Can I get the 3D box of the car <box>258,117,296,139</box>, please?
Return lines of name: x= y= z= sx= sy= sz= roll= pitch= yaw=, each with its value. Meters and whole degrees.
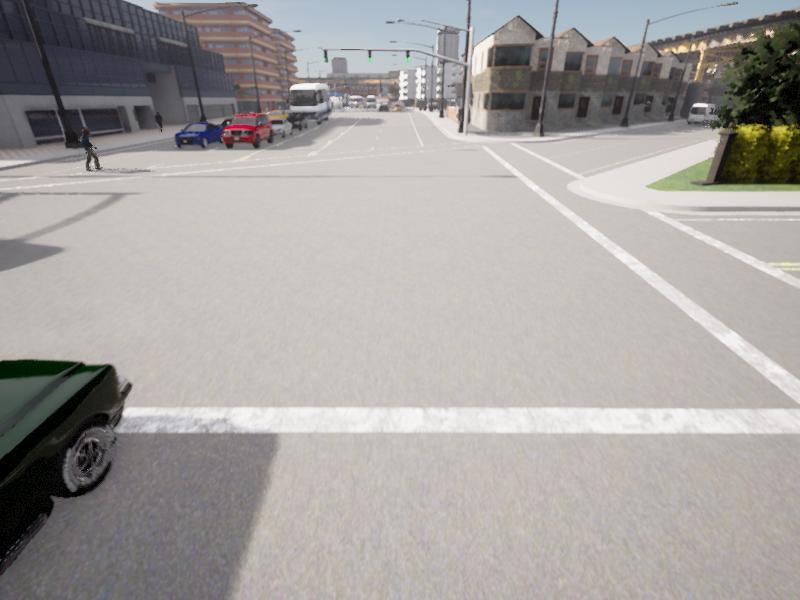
car: x=-10.649 y=-15.077 z=34.954 sx=1.812 sy=1.442 sz=4.674 roll=0 pitch=27 yaw=0

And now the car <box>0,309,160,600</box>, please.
car: x=-3.516 y=1.727 z=1.889 sx=1.895 sy=1.301 sz=4.718 roll=0 pitch=27 yaw=0

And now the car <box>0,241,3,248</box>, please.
car: x=-11.322 y=-1.711 z=8.506 sx=4.193 sy=1.474 sz=1.816 roll=7 pitch=28 yaw=14

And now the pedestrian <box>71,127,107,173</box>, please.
pedestrian: x=-14.056 y=-6.795 z=18.134 sx=0.751 sy=1.860 sz=0.751 roll=-16 pitch=31 yaw=-28

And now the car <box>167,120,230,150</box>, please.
car: x=-14.130 y=-11.784 z=28.396 sx=1.882 sy=1.535 sz=5.008 roll=0 pitch=27 yaw=0

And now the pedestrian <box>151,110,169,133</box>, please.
pedestrian: x=-21.486 y=-15.950 z=35.819 sx=0.751 sy=1.860 sz=0.751 roll=1 pitch=27 yaw=1

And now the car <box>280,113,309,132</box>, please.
car: x=-10.672 y=-18.130 z=40.769 sx=1.816 sy=1.474 sz=4.193 roll=0 pitch=28 yaw=0

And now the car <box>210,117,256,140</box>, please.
car: x=-14.148 y=-14.704 z=34.187 sx=1.837 sy=1.490 sz=4.892 roll=0 pitch=27 yaw=0

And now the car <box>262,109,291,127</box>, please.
car: x=-14.196 y=-21.090 z=46.290 sx=1.882 sy=1.535 sz=5.008 roll=0 pitch=28 yaw=0

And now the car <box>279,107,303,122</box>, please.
car: x=-14.235 y=-24.248 z=52.275 sx=1.812 sy=1.442 sz=4.674 roll=0 pitch=28 yaw=0

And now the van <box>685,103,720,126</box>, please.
van: x=39.939 y=-24.518 z=52.767 sx=5.915 sy=2.561 sz=1.988 roll=-23 pitch=35 yaw=-38

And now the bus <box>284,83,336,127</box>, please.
bus: x=-10.590 y=-23.890 z=48.630 sx=3.944 sy=4.253 sz=10.273 roll=0 pitch=29 yaw=0

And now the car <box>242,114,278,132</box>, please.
car: x=-14.158 y=-18.039 z=40.714 sx=1.994 sy=1.385 sz=4.181 roll=0 pitch=28 yaw=1

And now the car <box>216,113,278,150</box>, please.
car: x=-10.623 y=-12.031 z=28.310 sx=2.150 sy=2.045 sz=5.566 roll=0 pitch=27 yaw=0
